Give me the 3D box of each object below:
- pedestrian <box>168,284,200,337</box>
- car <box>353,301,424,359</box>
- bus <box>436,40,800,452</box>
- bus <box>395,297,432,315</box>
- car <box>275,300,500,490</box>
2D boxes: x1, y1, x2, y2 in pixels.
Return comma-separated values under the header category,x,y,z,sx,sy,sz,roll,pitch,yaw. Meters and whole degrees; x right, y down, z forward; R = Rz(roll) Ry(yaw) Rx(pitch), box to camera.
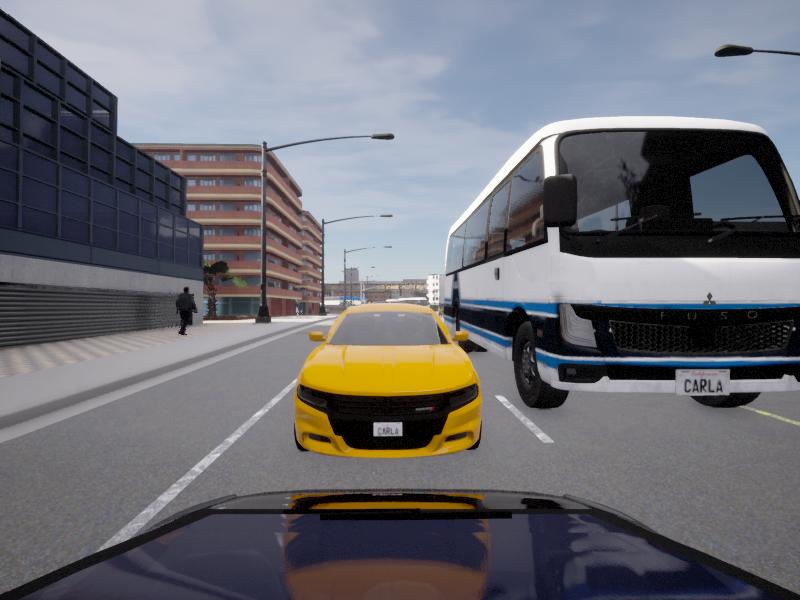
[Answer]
category,x,y,z,sx,sy,sz,roll,pitch,yaw
pedestrian,-7.783,0.368,14.454,0.751,1.860,0.751,0,-1,-1
car,-0.325,0.768,12.619,1.812,1.442,4.674,0,1,-1
bus,3.384,-0.601,9.306,3.944,4.253,10.273,0,1,-1
bus,3.431,1.521,102.806,3.944,4.253,10.273,1,-1,-36
car,-0.158,0.790,5.854,1.882,1.535,5.008,0,1,-1
